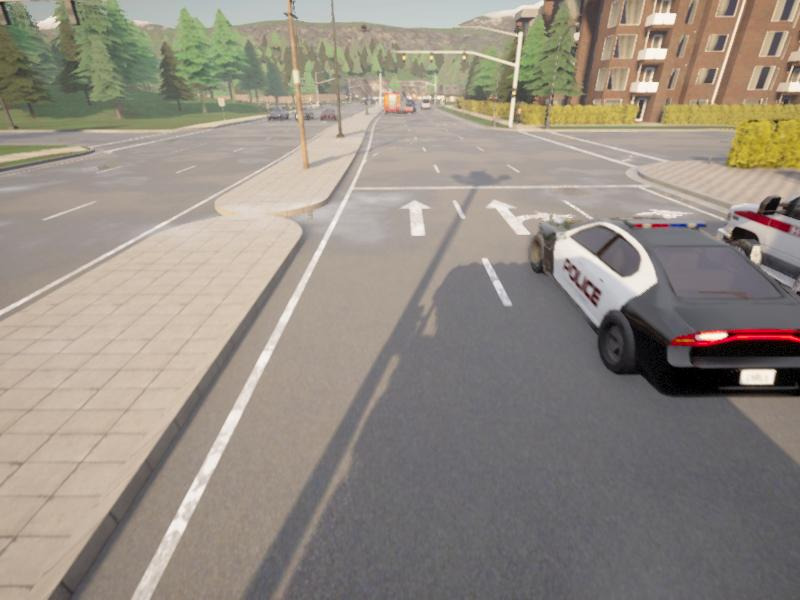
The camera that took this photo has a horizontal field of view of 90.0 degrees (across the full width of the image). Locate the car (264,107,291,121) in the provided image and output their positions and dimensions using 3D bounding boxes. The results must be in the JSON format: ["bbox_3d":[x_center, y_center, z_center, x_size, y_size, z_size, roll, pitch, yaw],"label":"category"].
[{"bbox_3d":[-16.290,-24.811,53.336,2.038,1.542,4.974,0,27,0],"label":"car"}]

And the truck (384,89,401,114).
[{"bbox_3d":[-1.318,-36.347,73.196,2.891,3.827,8.468,0,27,0],"label":"truck"}]

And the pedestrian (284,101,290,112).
[{"bbox_3d":[-21.410,-36.692,75.715,0.751,1.860,0.751,0,27,0],"label":"pedestrian"}]

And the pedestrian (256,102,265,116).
[{"bbox_3d":[-21.542,-29.554,61.824,0.751,1.860,0.751,0,27,1],"label":"pedestrian"}]

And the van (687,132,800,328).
[{"bbox_3d":[6.995,-0.413,4.740,2.351,2.431,6.366,0,27,0],"label":"van"}]

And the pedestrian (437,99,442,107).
[{"bbox_3d":[9.987,-49.894,101.232,0.751,1.860,0.751,-6,28,-11],"label":"pedestrian"}]

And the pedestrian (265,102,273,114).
[{"bbox_3d":[-21.430,-31.318,65.256,0.751,1.860,0.751,1,27,2],"label":"pedestrian"}]

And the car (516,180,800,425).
[{"bbox_3d":[3.495,-0.539,5.986,2.038,1.542,4.974,0,27,0],"label":"car"}]

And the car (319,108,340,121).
[{"bbox_3d":[-9.279,-24.471,52.811,1.994,1.385,4.181,0,27,0],"label":"car"}]

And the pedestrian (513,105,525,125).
[{"bbox_3d":[12.309,-19.173,41.456,0.751,1.860,0.751,0,27,0],"label":"pedestrian"}]

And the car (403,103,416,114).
[{"bbox_3d":[1.679,-33.549,70.158,1.851,1.617,3.988,3,27,6],"label":"car"}]

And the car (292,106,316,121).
[{"bbox_3d":[-12.821,-25.114,53.799,2.033,1.649,4.856,0,27,-1],"label":"car"}]

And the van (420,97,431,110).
[{"bbox_3d":[5.686,-44.164,89.775,1.988,2.561,5.915,0,27,0],"label":"van"}]
